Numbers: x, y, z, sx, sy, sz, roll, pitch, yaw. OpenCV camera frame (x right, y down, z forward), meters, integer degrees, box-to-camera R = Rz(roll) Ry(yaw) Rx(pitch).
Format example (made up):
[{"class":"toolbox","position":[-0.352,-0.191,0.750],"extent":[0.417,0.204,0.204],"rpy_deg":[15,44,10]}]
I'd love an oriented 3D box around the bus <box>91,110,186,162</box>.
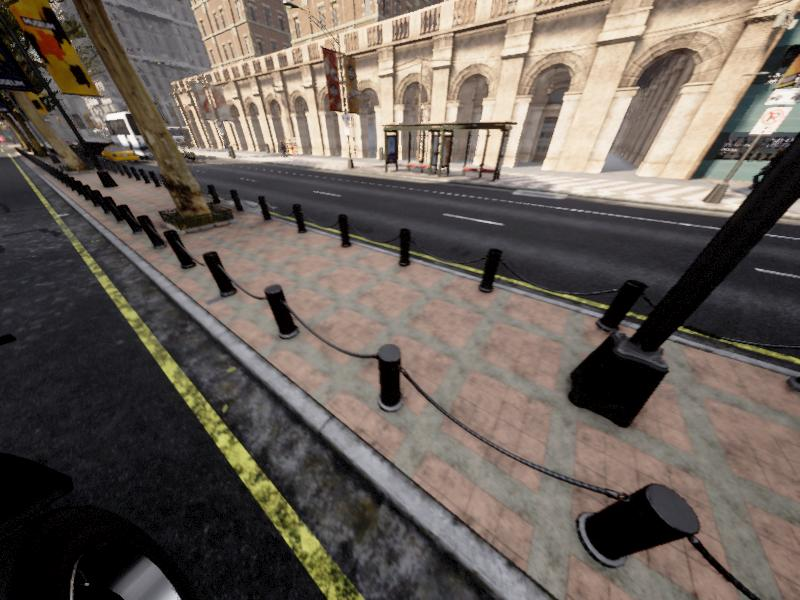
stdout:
[{"class":"bus","position":[-30.371,-18.937,26.847],"extent":[10.273,4.253,3.944],"rpy_deg":[22,41,28]}]

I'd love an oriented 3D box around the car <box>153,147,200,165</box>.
[{"class":"car","position":[-22.765,-14.726,23.498],"extent":[4.718,1.301,1.895],"rpy_deg":[22,41,28]}]

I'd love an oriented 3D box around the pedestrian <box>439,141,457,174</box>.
[{"class":"pedestrian","position":[3.279,-9.750,15.853],"extent":[0.751,1.860,0.751],"rpy_deg":[22,41,28]}]

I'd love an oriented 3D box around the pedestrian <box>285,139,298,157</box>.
[{"class":"pedestrian","position":[-13.776,-19.361,29.351],"extent":[0.751,1.860,0.751],"rpy_deg":[25,42,30]}]

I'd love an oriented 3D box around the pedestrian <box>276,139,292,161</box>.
[{"class":"pedestrian","position":[-12.174,-15.772,24.271],"extent":[0.751,1.860,0.751],"rpy_deg":[18,39,23]}]

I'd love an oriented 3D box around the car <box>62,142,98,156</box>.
[{"class":"car","position":[-45.700,-21.679,32.991],"extent":[4.902,1.511,2.128],"rpy_deg":[22,41,28]}]

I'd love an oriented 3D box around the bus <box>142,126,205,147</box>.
[{"class":"bus","position":[-58.797,-42.837,60.513],"extent":[3.944,4.253,10.273],"rpy_deg":[22,41,28]}]

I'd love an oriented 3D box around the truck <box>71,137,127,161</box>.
[{"class":"truck","position":[-34.506,-17.368,26.456],"extent":[6.274,2.098,2.390],"rpy_deg":[22,41,28]}]

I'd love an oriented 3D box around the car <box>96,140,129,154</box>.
[{"class":"car","position":[-44.647,-23.761,35.852],"extent":[4.856,1.649,2.033],"rpy_deg":[22,41,28]}]

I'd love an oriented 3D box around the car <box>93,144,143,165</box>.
[{"class":"car","position":[-27.871,-14.459,22.831],"extent":[5.366,1.575,1.801],"rpy_deg":[22,41,28]}]

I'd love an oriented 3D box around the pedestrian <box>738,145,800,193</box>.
[{"class":"pedestrian","position":[17.413,-6.183,10.905],"extent":[0.751,1.860,0.751],"rpy_deg":[26,43,32]}]

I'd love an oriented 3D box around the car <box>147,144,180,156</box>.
[{"class":"car","position":[-33.817,-21.508,33.022],"extent":[4.718,1.301,1.895],"rpy_deg":[22,41,28]}]

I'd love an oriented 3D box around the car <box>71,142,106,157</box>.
[{"class":"car","position":[-40.341,-19.509,29.939],"extent":[3.633,1.501,1.845],"rpy_deg":[22,41,28]}]

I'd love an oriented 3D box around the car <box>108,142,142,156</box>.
[{"class":"car","position":[-38.805,-21.330,32.566],"extent":[4.892,1.490,1.837],"rpy_deg":[22,41,28]}]

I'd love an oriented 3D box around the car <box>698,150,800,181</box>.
[{"class":"car","position":[24.561,-9.215,15.736],"extent":[4.786,1.482,2.161],"rpy_deg":[22,41,28]}]
